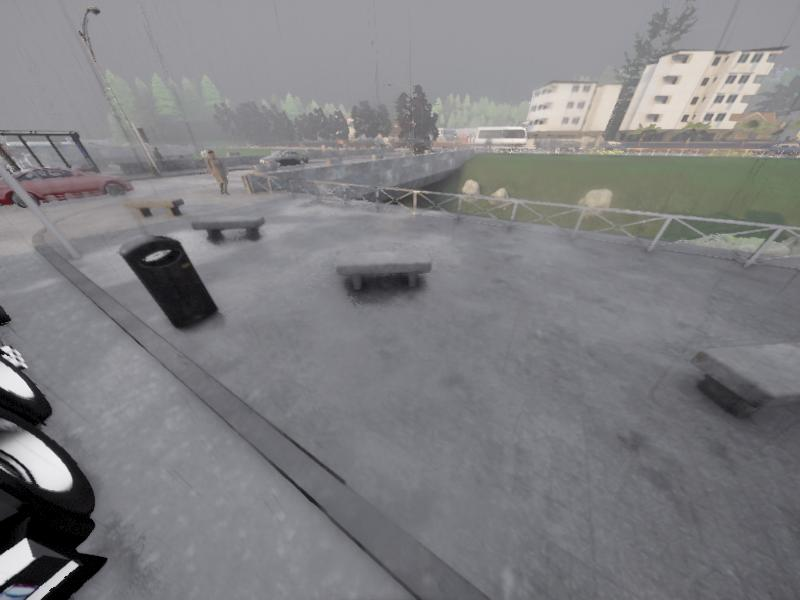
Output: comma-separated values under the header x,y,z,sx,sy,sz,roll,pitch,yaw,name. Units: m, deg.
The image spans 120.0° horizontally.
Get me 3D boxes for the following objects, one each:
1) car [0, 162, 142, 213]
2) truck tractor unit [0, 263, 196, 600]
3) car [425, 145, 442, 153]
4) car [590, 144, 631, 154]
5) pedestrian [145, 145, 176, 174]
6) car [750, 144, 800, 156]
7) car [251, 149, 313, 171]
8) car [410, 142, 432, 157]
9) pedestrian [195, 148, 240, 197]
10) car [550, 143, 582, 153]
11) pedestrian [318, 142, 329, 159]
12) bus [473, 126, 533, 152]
x,y,z,sx,sy,sz,roll,pitch,yaw,name
-15.376,-5.318,10.587,1.994,1.385,4.181,18,39,24,car
-5.109,-0.302,0.787,6.516,4.208,3.053,18,39,24,truck tractor unit
7.150,-32.155,49.021,1.895,1.301,4.718,18,39,24,car
38.908,-28.134,42.876,5.357,1.411,2.033,18,39,25,car
-18.687,-10.980,18.096,0.751,1.860,0.751,14,37,19,pedestrian
56.395,-22.414,34.503,3.806,1.475,1.970,18,39,24,car
-11.344,-13.818,22.642,2.128,1.511,4.902,19,39,25,car
3.408,-24.133,37.003,1.905,1.878,3.866,18,39,24,car
-8.333,-5.838,10.600,0.751,1.860,0.751,17,39,24,pedestrian
32.785,-30.099,45.666,4.892,1.490,1.837,19,39,25,car
-10.583,-20.724,32.030,0.751,1.860,0.751,17,38,23,pedestrian
21.022,-33.322,47.995,10.273,4.253,3.944,12,35,17,bus
